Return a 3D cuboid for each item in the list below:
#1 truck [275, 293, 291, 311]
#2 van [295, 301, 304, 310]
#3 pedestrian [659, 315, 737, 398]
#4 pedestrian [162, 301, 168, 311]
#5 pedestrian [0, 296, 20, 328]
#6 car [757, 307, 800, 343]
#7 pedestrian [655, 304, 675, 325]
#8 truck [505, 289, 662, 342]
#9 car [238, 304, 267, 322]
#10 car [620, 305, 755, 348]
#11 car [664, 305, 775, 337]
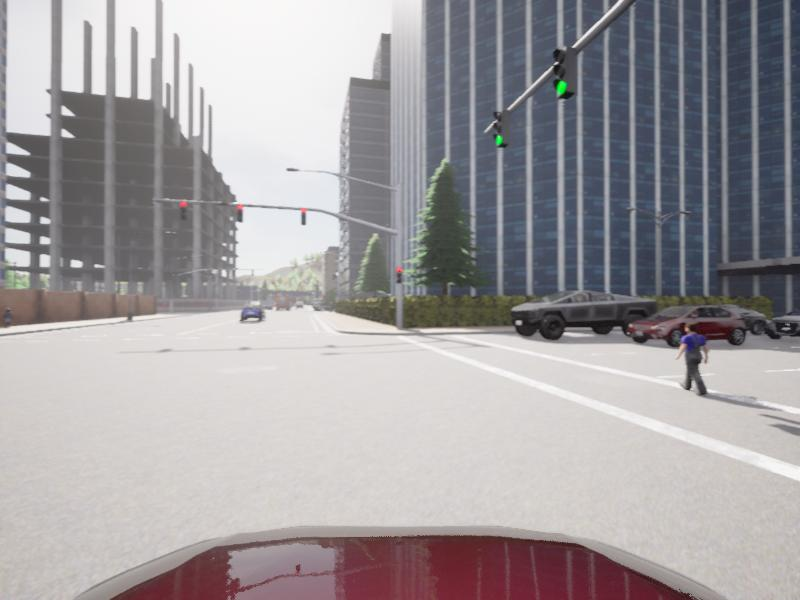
[{"bbox_3d":[-26.479,0.424,90.839,2.891,3.827,8.468,0,0,-14],"label":"truck"},{"bbox_3d":[-25.267,1.400,100.716,2.069,2.038,4.480,0,0,-14],"label":"van"},{"bbox_3d":[5.041,0.925,6.823,0.751,1.300,0.751,0,0,-4],"label":"pedestrian"},{"bbox_3d":[-45.457,1.142,77.362,0.751,1.860,0.751,0,0,-11],"label":"pedestrian"},{"bbox_3d":[-22.982,0.699,23.443,0.751,1.860,0.751,0,0,-18],"label":"pedestrian"},{"bbox_3d":[17.524,0.984,16.650,4.181,1.385,1.994,0,0,-14],"label":"car"},{"bbox_3d":[17.161,0.915,25.882,0.751,1.300,0.751,0,0,-9],"label":"pedestrian"},{"bbox_3d":[8.157,0.637,18.006,6.274,2.098,2.390,0,0,-13],"label":"truck"},{"bbox_3d":[-13.396,1.139,36.539,2.007,1.525,4.514,0,0,-14],"label":"car"},{"bbox_3d":[10.717,0.923,15.015,4.193,1.474,1.816,0,0,-14],"label":"car"},{"bbox_3d":[15.803,0.973,19.828,4.674,1.442,1.812,0,0,-14],"label":"car"}]
